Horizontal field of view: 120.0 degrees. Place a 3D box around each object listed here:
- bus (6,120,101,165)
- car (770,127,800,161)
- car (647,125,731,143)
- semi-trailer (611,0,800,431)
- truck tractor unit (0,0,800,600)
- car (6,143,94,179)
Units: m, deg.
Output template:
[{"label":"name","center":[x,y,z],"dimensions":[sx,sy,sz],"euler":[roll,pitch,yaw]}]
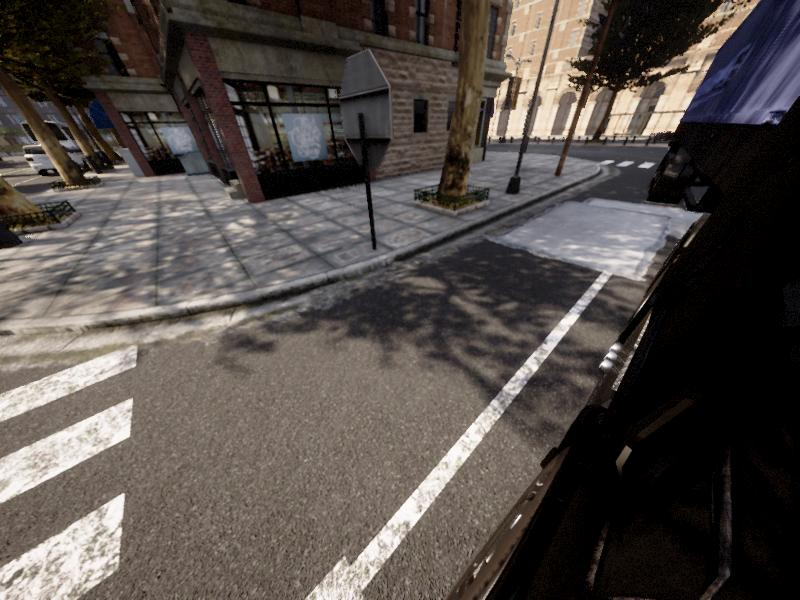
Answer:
[{"label":"bus","center":[-45.829,-21.405,31.327],"dimensions":[3.944,4.253,10.273],"euler":[-28,44,-30]},{"label":"car","center":[24.081,-8.151,12.062],"dimensions":[1.837,1.490,4.892],"euler":[-28,44,-30]},{"label":"car","center":[30.453,-17.614,24.566],"dimensions":[2.033,1.411,5.357],"euler":[-28,44,-30]},{"label":"semi-trailer","center":[8.076,-3.947,4.784],"dimensions":[2.717,4.402,14.254],"euler":[27,45,33]},{"label":"truck tractor unit","center":[2.645,-0.295,0.351],"dimensions":[6.516,4.208,3.053],"euler":[-28,44,-30]},{"label":"car","center":[-28.335,-11.639,19.089],"dimensions":[2.435,2.045,5.566],"euler":[-28,44,-30]}]
